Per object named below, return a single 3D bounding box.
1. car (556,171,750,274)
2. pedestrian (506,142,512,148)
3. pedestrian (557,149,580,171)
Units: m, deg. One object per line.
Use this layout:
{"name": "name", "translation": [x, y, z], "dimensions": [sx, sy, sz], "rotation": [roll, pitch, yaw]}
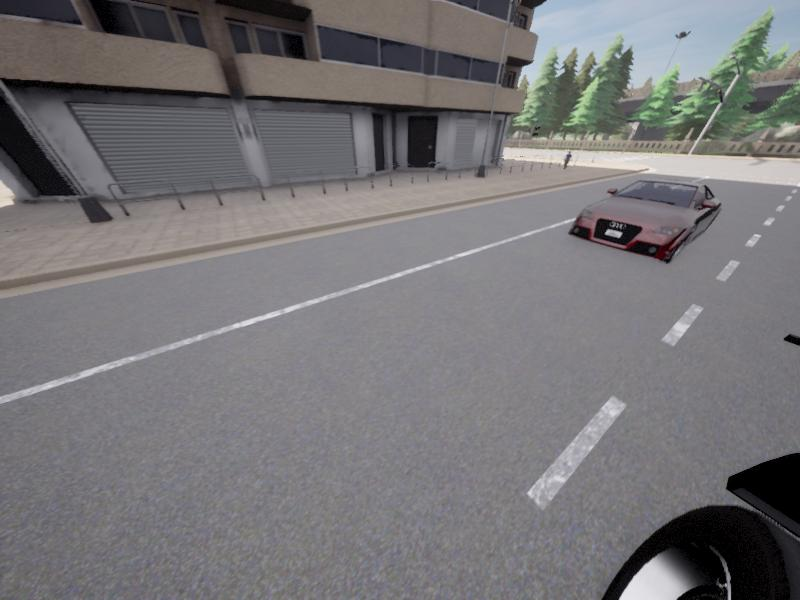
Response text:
{"name": "car", "translation": [6.330, -2.237, 5.831], "dimensions": [4.181, 1.385, 1.994], "rotation": [-21, 40, -27]}
{"name": "pedestrian", "translation": [21.900, -31.161, 46.401], "dimensions": [0.500, 1.100, 0.500], "rotation": [-19, 39, -24]}
{"name": "pedestrian", "translation": [12.332, -10.295, 16.932], "dimensions": [0.751, 1.300, 0.751], "rotation": [-20, 40, -26]}
